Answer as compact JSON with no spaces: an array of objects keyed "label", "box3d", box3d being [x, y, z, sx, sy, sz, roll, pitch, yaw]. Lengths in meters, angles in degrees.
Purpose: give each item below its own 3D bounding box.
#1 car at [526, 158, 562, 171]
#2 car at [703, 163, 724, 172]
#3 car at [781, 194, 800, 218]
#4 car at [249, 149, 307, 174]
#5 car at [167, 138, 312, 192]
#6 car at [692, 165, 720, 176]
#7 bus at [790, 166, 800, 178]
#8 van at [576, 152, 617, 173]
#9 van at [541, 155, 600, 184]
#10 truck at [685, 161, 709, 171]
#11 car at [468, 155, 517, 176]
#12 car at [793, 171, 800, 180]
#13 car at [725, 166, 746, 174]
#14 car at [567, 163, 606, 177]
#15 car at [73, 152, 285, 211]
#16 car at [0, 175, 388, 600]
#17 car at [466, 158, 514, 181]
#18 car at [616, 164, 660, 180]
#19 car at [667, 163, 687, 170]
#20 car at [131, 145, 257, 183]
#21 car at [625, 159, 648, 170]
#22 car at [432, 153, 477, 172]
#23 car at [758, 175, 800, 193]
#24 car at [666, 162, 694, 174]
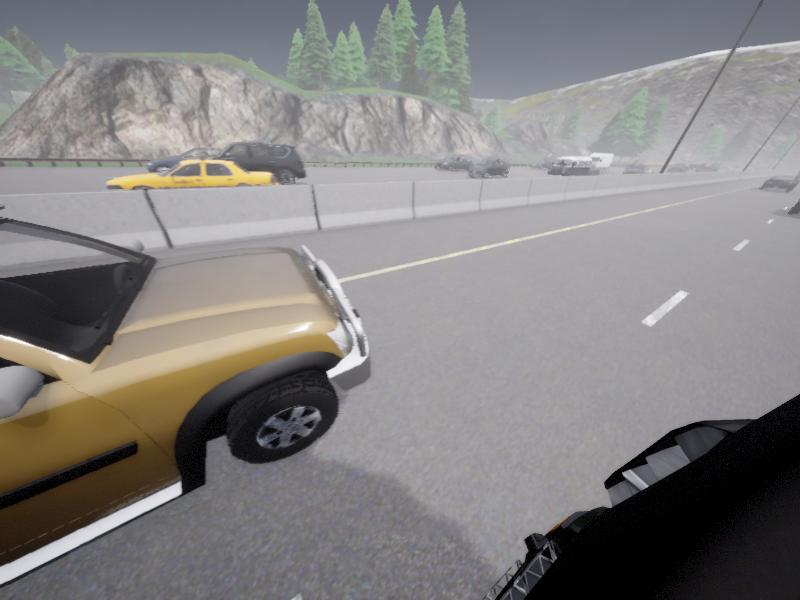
[{"label":"car","box3d":[21.645,-20.408,34.810,4.902,1.511,2.128,-17,38,-27]},{"label":"car","box3d":[79.708,-33.647,58.691,3.866,1.878,1.905,-17,38,-27]},{"label":"car","box3d":[22.859,-5.201,11.979,4.856,1.649,2.033,-13,37,-23]},{"label":"car","box3d":[-9.562,-10.935,18.241,3.633,1.501,1.845,-17,39,-27]},{"label":"car","box3d":[-7.903,-7.103,12.153,5.566,2.045,2.150,-17,38,-27]},{"label":"car","box3d":[58.514,-24.768,44.160,4.514,1.525,2.007,-17,38,-27]},{"label":"bus","box3d":[93.501,-29.674,51.607,10.273,4.253,3.944,-15,38,-25]},{"label":"van","box3d":[30.442,-21.231,35.775,5.915,2.561,1.988,-17,38,-27]},{"label":"van","box3d":[15.615,-11.973,21.223,4.480,2.038,2.069,-17,38,-27]},{"label":"truck","box3d":[79.880,-36.055,62.107,6.274,2.098,2.390,-17,38,-27]},{"label":"car","box3d":[10.091,-14.691,25.222,4.611,1.667,2.242,-17,38,-27]},{"label":"car","box3d":[78.458,-24.017,44.506,4.792,1.488,2.163,-17,38,-27]},{"label":"car","box3d":[82.743,-32.155,56.977,5.366,1.575,1.801,-17,38,-27]},{"label":"car","box3d":[23.285,-16.302,28.897,4.181,1.385,1.994,-17,38,-27]},{"label":"car","box3d":[-7.710,-4.697,8.977,5.366,1.575,1.801,-17,38,-27]},{"label":"car","box3d":[-2.568,0.443,1.381,4.605,1.855,1.932,-17,38,-27]},{"label":"car","box3d":[8.034,-11.743,20.750,3.705,1.549,1.789,-17,38,-27]},{"label":"car","box3d":[29.753,-16.059,28.874,4.974,1.542,2.038,-17,38,-27]},{"label":"car","box3d":[76.832,-37.140,64.102,4.902,1.511,2.128,-17,38,-27]},{"label":"car","box3d":[-11.648,-8.064,13.696,5.027,1.651,2.152,-17,38,-27]},{"label":"car","box3d":[51.957,-29.767,50.794,3.866,1.878,1.905,-17,38,-27]},{"label":"car","box3d":[6.254,-15.796,26.592,4.611,1.667,2.242,-17,38,-27]},{"label":"car","box3d":[39.277,-12.037,23.764,4.718,1.301,1.895,-17,38,-27]},{"label":"car","box3d":[55.623,-26.300,45.941,4.553,1.767,2.097,-17,38,-27]}]
